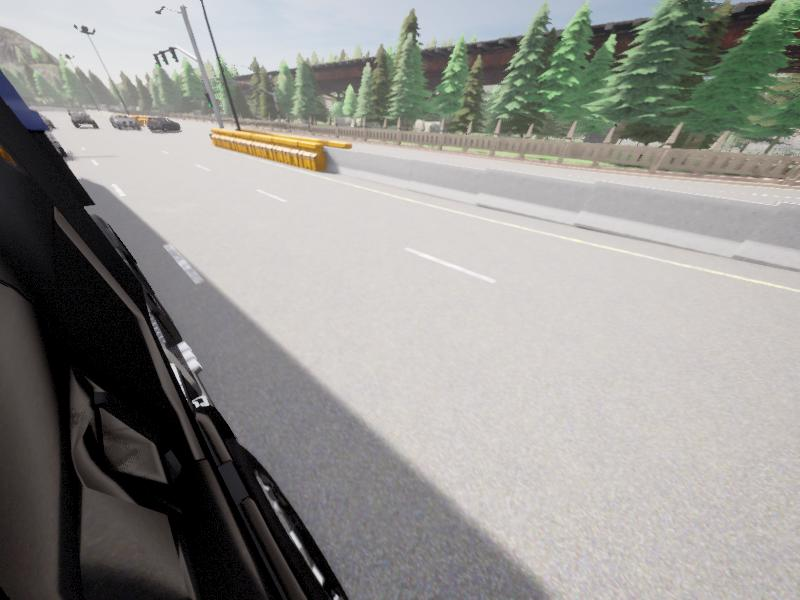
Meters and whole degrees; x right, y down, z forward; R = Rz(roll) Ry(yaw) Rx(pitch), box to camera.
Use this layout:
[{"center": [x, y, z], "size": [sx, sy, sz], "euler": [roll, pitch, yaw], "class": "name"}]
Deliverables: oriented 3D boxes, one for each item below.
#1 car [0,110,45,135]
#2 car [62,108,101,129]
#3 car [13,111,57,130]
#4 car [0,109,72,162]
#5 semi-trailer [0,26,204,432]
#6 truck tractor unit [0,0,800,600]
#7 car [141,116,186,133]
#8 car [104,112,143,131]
[{"center": [-33.182, -14.561, 18.902], "size": [1.851, 1.617, 3.988], "euler": [21, 40, 21], "class": "car"}, {"center": [-38.451, -21.896, 27.890], "size": [3.866, 1.878, 1.905], "euler": [29, 44, 30], "class": "car"}, {"center": [-39.661, -19.570, 25.165], "size": [4.181, 1.385, 1.994], "euler": [29, 44, 29], "class": "car"}, {"center": [-19.356, -8.557, 11.895], "size": [4.605, 1.855, 1.932], "euler": [29, 44, 29], "class": "car"}, {"center": [-8.803, -3.565, 4.071], "size": [14.254, 4.402, 2.717], "euler": [27, 43, 28], "class": "semi-trailer"}, {"center": [-2.645, -0.295, 0.351], "size": [6.516, 4.208, 3.053], "euler": [28, 44, 30], "class": "truck tractor unit"}, {"center": [-29.829, -22.223, 29.313], "size": [1.845, 1.501, 3.633], "euler": [1, 37, -4], "class": "car"}, {"center": [-35.890, -23.148, 29.966], "size": [5.027, 1.651, 2.152], "euler": [29, 44, 30], "class": "car"}]
